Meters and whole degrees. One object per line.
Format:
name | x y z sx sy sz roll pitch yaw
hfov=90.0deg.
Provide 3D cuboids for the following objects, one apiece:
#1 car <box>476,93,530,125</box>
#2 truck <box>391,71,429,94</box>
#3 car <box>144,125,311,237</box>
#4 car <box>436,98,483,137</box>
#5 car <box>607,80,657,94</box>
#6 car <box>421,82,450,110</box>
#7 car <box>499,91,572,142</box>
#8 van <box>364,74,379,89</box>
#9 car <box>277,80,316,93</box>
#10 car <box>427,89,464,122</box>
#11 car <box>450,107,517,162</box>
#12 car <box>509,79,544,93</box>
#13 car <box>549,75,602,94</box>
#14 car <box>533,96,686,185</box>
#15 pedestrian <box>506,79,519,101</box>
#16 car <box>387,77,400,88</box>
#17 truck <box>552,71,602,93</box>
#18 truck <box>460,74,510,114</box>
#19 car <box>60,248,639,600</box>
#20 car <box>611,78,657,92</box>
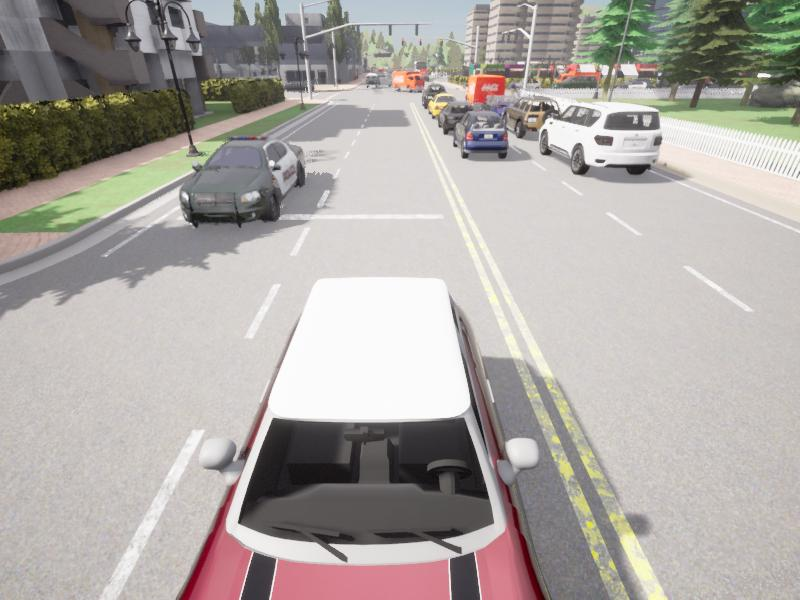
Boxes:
car | 6.509 -12.431 25.842 2.163 1.488 4.792 0 30 -1
truck | 1.218 -29.104 53.418 2.627 2.467 5.204 -18 35 -27
car | -3.779 -3.217 10.011 2.038 1.542 4.974 0 30 -1
car | 3.067 -9.828 21.391 1.816 1.474 4.193 0 30 -1
car | 29.871 -27.546 51.679 4.974 1.542 2.038 -1 30 -2
car | 2.907 -17.075 33.404 1.932 1.855 4.605 0 30 -1
car | 6.585 -9.310 20.103 1.932 1.855 4.605 0 30 -1
van | -4.506 -35.141 64.195 2.069 2.038 4.480 0 30 -1
car | -13.736 -28.545 53.483 4.674 1.442 1.812 -2 30 -3
car | 2.987 -13.395 27.395 1.801 1.575 5.366 0 30 -1
car | 3.143 -6.677 15.915 1.789 1.549 3.705 0 30 -1
car | 17.074 -29.145 54.344 3.988 1.617 1.851 0 30 0
car | 22.424 -27.631 51.313 5.566 2.045 2.150 -1 30 -2
car | 6.668 -5.727 13.799 2.150 2.045 5.566 0 30 -1
pedestrian | 10.632 -19.811 37.755 0.751 1.860 0.751 0 30 0
car | -1.033 -36.069 66.336 2.163 1.488 4.792 0 30 -1
truck | 23.863 -29.602 54.281 5.204 2.467 2.627 -1 30 -2
truck | 6.435 -16.073 31.100 2.627 2.467 5.204 0 30 0
car | -0.172 1.064 2.755 1.970 1.475 3.806 0 30 0
car | 31.966 -29.402 54.741 4.856 1.649 2.033 -1 30 -2
